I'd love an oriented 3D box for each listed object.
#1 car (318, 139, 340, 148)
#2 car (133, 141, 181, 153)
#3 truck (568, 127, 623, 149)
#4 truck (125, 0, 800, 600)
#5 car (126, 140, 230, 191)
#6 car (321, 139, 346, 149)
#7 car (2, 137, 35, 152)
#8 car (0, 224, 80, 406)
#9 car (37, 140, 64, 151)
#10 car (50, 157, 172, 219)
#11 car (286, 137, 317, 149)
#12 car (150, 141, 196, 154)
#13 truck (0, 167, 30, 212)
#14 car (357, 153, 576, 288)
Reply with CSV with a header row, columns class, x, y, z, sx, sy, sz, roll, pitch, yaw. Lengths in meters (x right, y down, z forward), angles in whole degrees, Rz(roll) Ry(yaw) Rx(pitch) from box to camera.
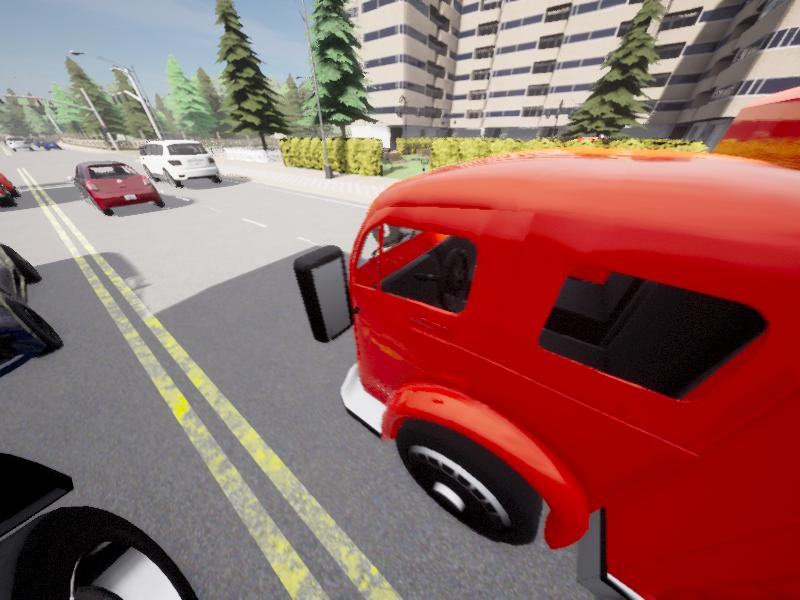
class,x,y,z,sx,sy,sz,roll,pitch,yaw
car,-17.531,-38.986,57.428,2.242,1.667,4.611,22,41,28
car,-39.133,-24.699,37.298,2.163,1.488,4.792,22,41,28
truck,43.472,-36.390,51.846,8.468,3.827,2.891,22,41,28
truck,2.124,0.526,1.016,5.204,2.467,2.627,22,41,28
car,-12.397,-7.680,12.904,5.566,2.045,2.150,22,41,28
car,-14.550,-34.432,50.928,2.033,1.649,4.856,22,41,28
car,-67.334,-27.546,40.754,5.566,2.045,2.150,22,41,28
car,-6.274,-0.086,2.551,4.611,1.667,2.242,22,41,28
car,-66.130,-29.291,43.720,4.514,1.525,2.007,22,41,28
car,-10.713,-4.312,8.609,3.633,1.501,1.845,22,41,28
car,-20.634,-33.109,48.705,2.150,2.045,5.566,22,41,28
car,-35.643,-24.071,36.383,2.007,1.525,4.514,22,41,28
truck,-16.631,-4.604,8.242,5.204,2.467,2.627,21,40,29
car,1.208,-2.085,5.192,3.866,1.878,1.905,22,41,28
